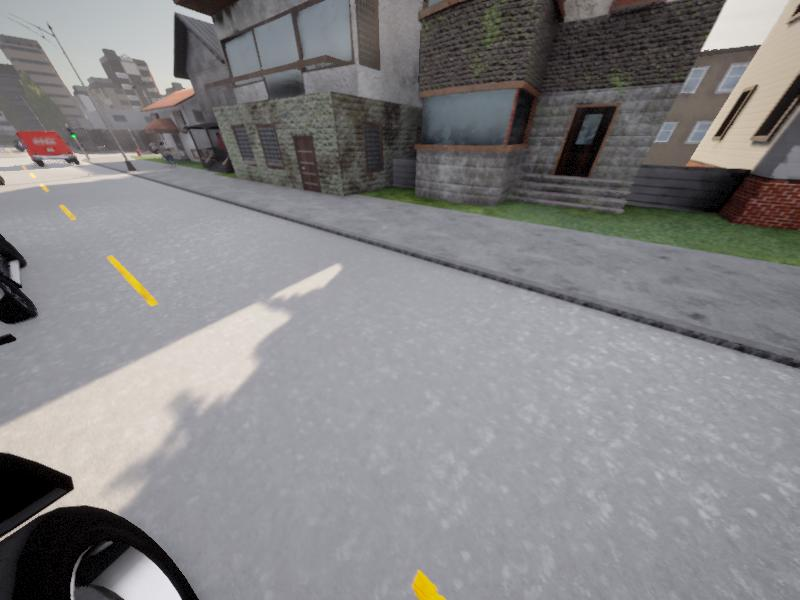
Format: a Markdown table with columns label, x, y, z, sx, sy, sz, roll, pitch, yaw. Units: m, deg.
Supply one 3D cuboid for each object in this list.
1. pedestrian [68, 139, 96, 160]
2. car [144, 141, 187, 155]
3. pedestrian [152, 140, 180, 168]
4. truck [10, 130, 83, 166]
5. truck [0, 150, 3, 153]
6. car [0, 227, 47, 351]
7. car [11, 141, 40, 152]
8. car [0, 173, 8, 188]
| label | x | y | z | sx | sy | sz | roll | pitch | yaw |
| --- | --- | --- | --- | --- | --- | --- | --- | --- | --- |
| pedestrian | -34.786 | -16.502 | 25.311 | 0.751 | 1.860 | 0.751 | 4 | 35 | 5 |
| car | -35.909 | -23.394 | 35.539 | 1.851 | 1.617 | 3.988 | 22 | 41 | 28 |
| pedestrian | -19.220 | -12.007 | 19.021 | 0.751 | 1.860 | 0.751 | 22 | 40 | 28 |
| truck | -32.549 | -13.925 | 21.299 | 5.204 | 2.467 | 2.627 | 20 | 40 | 29 |
| truck | -65.456 | -24.293 | 36.200 | 6.274 | 2.098 | 2.390 | 22 | 41 | 28 |
| car | -7.301 | -0.593 | 3.089 | 4.605 | 1.855 | 1.932 | 22 | 41 | 28 |
| car | -64.477 | -26.474 | 39.802 | 4.514 | 1.525 | 2.007 | 22 | 41 | 28 |
| car | -23.016 | -6.977 | 12.050 | 3.866 | 1.878 | 1.905 | 22 | 41 | 28 |
